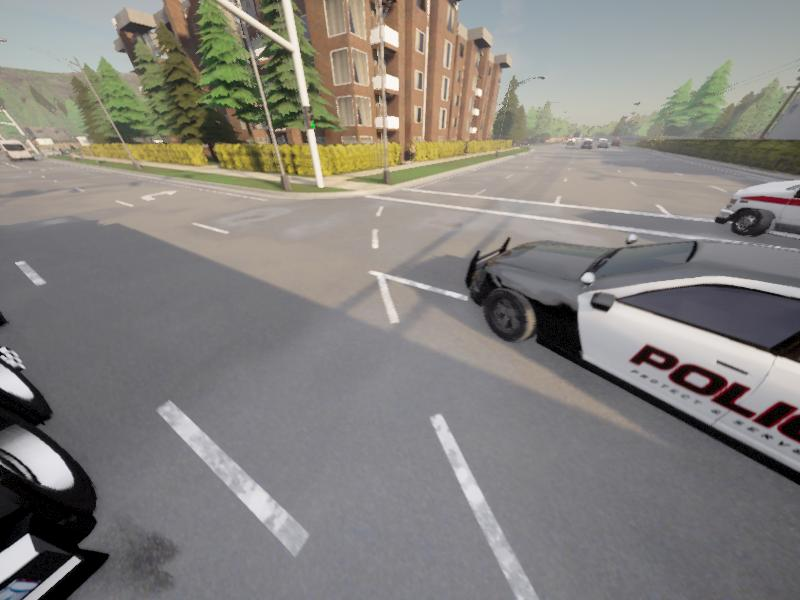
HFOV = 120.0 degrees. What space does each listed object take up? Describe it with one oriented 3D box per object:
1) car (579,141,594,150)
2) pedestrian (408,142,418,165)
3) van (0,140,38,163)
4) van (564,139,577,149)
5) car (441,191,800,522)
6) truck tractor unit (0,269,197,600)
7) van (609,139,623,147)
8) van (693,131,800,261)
[{"bbox_3d":[44.480,-36.867,55.066,2.242,1.667,4.611,20,40,26],"label":"car"},{"bbox_3d":[1.262,-14.339,22.646,0.751,1.860,0.751,20,40,26],"label":"pedestrian"},{"bbox_3d":[-55.546,-21.528,33.364,5.915,2.561,1.988,19,39,26],"label":"van"},{"bbox_3d":[44.597,-40.887,60.400,2.069,2.038,4.480,20,40,26],"label":"van"},{"bbox_3d":[3.060,0.186,2.364,2.038,1.542,4.974,-25,42,-32],"label":"car"},{"bbox_3d":[-5.123,-0.285,0.776,6.516,4.208,3.053,18,39,24],"label":"truck tractor unit"},{"bbox_3d":[60.643,-44.150,64.934,1.775,1.987,4.442,20,40,26],"label":"van"},{"bbox_3d":[10.827,-1.561,4.038,2.351,2.431,6.366,-14,35,-8],"label":"van"}]
